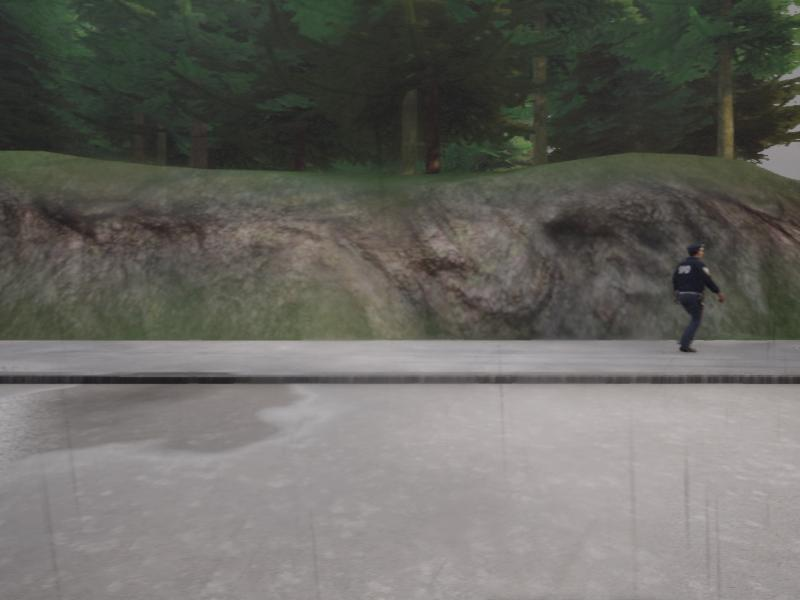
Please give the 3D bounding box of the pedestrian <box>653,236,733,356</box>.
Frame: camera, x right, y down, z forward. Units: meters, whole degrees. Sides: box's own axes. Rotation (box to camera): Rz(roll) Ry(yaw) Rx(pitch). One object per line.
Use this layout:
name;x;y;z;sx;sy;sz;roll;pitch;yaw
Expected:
pedestrian;4.804;-0.067;6.608;0.751;1.860;0.751;0;0;-8
